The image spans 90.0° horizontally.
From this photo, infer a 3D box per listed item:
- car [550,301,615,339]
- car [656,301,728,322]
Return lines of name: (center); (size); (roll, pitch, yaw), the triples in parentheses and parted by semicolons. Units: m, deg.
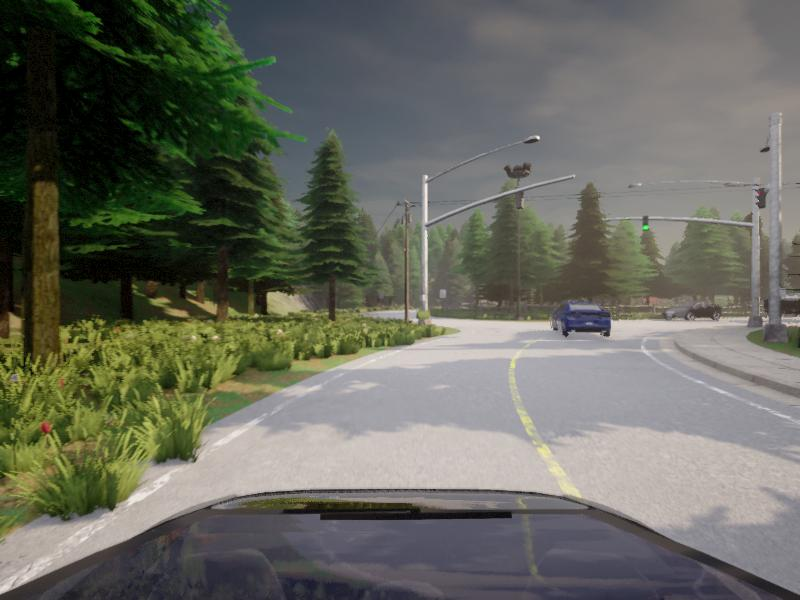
car: (8.407, 0.828, 18.884); (1.882, 1.535, 5.008); (0, 0, 14)
car: (22.418, 0.840, 30.750); (4.902, 1.511, 2.128); (0, 0, -21)
